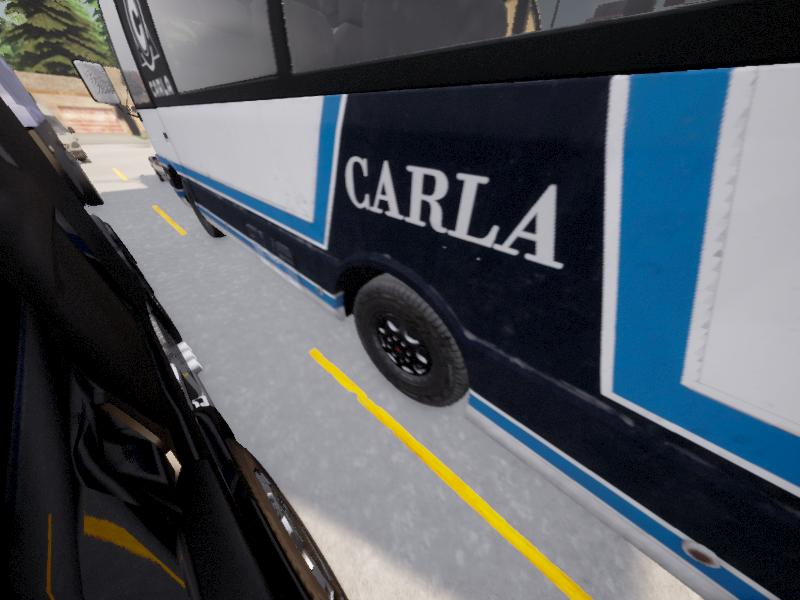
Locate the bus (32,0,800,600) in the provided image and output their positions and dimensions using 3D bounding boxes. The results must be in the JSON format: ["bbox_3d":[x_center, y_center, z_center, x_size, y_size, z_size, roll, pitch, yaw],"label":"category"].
[{"bbox_3d":[-0.680,-2.257,3.040,10.273,4.253,3.944,29,44,31],"label":"bus"}]

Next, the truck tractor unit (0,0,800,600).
[{"bbox_3d":[-2.645,-0.295,0.351,6.516,4.208,3.053,28,44,30],"label":"truck tractor unit"}]

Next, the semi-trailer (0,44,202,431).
[{"bbox_3d":[-8.706,-3.586,4.241,14.254,4.402,2.717,28,44,30],"label":"semi-trailer"}]

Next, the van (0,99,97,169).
[{"bbox_3d":[-18.974,-8.747,12.161,5.915,2.561,1.988,24,42,27],"label":"van"}]

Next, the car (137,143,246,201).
[{"bbox_3d":[-8.210,-5.190,9.024,4.718,1.301,1.895,29,45,31],"label":"car"}]
